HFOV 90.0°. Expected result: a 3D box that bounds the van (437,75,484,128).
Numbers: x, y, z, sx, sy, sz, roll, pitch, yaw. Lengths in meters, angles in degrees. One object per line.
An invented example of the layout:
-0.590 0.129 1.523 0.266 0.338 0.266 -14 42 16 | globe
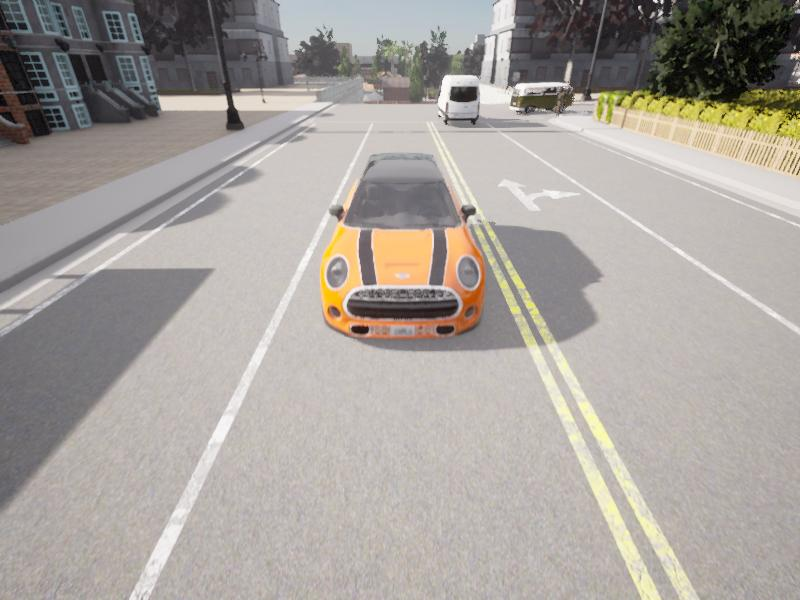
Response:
3.584 -12.584 25.050 1.988 2.561 5.915 0 31 0 | van

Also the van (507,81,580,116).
10.631 -15.092 29.912 4.480 2.038 2.069 -7 31 -8 | van

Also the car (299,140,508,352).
0.038 -1.276 6.423 2.097 1.767 4.553 0 30 0 | car

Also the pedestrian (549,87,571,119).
10.602 -13.070 26.506 0.751 1.860 0.751 -6 31 -10 | pedestrian
